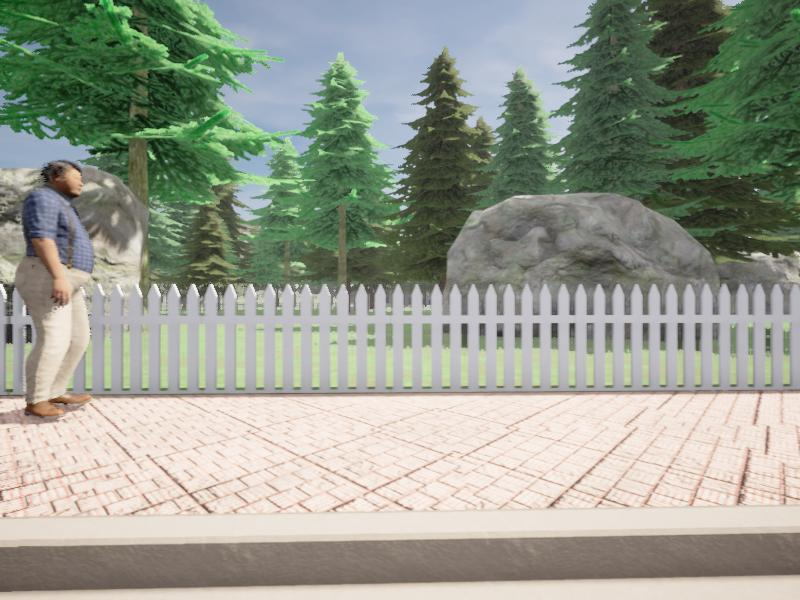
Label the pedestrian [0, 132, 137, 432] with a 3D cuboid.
[{"bbox_3d":[-2.445,-0.113,2.883,0.751,1.860,0.751,0,0,-19],"label":"pedestrian"}]
